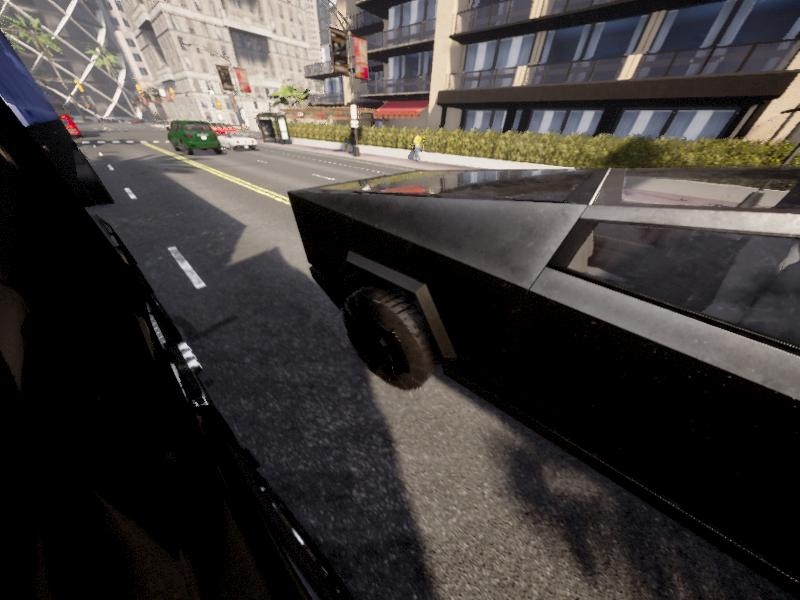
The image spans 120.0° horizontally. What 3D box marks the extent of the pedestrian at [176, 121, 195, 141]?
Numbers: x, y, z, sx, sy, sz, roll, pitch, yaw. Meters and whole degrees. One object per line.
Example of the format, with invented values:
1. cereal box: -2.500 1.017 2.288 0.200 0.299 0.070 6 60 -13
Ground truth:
1. pedestrian: -24.471 -19.243 26.333 0.751 1.860 0.751 26 43 29

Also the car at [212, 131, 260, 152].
1. car: -14.907 -14.418 20.938 4.718 1.301 1.895 29 45 31

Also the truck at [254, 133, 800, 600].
1. truck: 2.020 0.256 1.648 6.274 2.098 2.390 27 43 29

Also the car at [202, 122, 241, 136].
1. car: -30.191 -29.050 39.179 4.553 1.767 2.097 -25 45 -31

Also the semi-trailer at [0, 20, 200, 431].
1. semi-trailer: -8.595 -3.659 4.347 14.254 4.402 2.717 29 45 31

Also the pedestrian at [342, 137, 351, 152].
1. pedestrian: -4.755 -13.847 20.601 0.500 1.100 0.500 -23 44 -30

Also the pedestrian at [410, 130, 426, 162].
1. pedestrian: 1.262 -10.943 16.427 0.751 1.860 0.751 30 45 32

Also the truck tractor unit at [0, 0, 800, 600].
1. truck tractor unit: -2.645 -0.295 0.351 6.516 4.208 3.053 28 44 30

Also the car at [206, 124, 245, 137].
1. car: -27.909 -27.221 37.091 4.514 1.525 2.007 -23 44 -30

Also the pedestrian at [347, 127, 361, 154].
1. pedestrian: -3.968 -13.772 19.910 0.751 1.860 0.751 30 45 31

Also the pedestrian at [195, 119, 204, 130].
1. pedestrian: -44.356 -38.847 51.107 0.751 1.860 0.751 21 41 23

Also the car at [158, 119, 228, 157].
1. car: -15.749 -12.372 17.543 5.566 2.045 2.150 28 44 30

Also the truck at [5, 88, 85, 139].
1. truck: -38.695 -20.431 25.544 8.468 3.827 2.891 29 45 31
